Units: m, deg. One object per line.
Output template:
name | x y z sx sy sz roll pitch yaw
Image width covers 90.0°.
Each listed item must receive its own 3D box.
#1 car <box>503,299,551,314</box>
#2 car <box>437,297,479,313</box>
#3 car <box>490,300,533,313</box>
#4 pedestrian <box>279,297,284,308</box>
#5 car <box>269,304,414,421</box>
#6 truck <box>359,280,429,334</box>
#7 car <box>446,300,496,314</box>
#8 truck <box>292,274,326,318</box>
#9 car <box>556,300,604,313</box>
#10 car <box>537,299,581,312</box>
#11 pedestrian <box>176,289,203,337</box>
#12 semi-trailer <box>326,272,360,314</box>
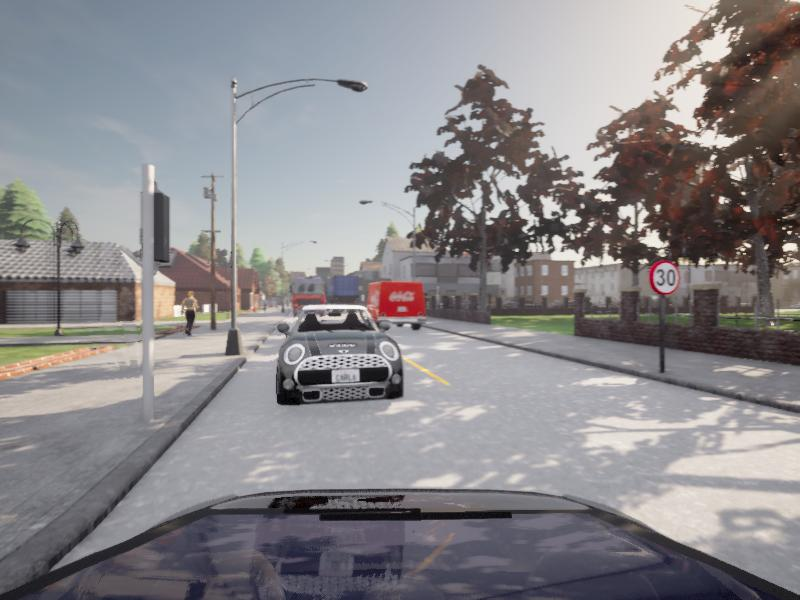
car | 14.264 0.692 44.934 4.856 1.649 2.033 0 0 -15
car | 6.848 0.569 47.380 4.605 1.855 1.932 0 0 -14
car | 13.647 0.752 49.068 4.892 1.490 1.837 0 0 -14
pedestrian | -20.080 0.438 67.930 0.751 1.860 0.751 0 0 -21
car | -1.201 0.841 7.312 1.970 1.475 3.806 0 0 -14
truck | -0.517 0.321 21.376 2.627 2.467 5.204 0 0 -14
car | 7.681 0.758 43.524 4.902 1.511 2.128 0 0 -14
truck | -8.973 -0.378 39.065 2.891 3.827 8.468 0 0 -14
car | 20.939 0.742 46.505 4.902 1.511 2.128 0 0 -16
car | 20.115 0.676 50.608 4.856 1.649 2.033 0 0 -13
pedestrian | -8.442 0.513 16.093 0.751 1.860 0.751 0 0 -8
semi-trailer | -7.281 -0.692 49.018 2.717 4.402 14.254 0 0 -14
